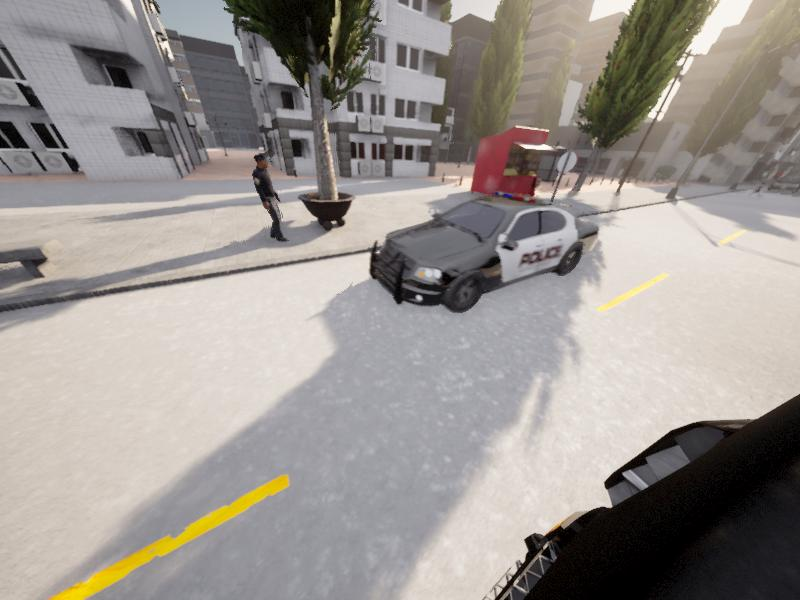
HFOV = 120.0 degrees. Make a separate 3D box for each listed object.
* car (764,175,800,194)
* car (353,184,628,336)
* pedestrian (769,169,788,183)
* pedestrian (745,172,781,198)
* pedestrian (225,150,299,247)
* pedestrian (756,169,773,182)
[{"bbox_3d":[42.580,-12.709,25.315,4.514,1.525,2.007,-16,38,-26],"label":"car"},{"bbox_3d":[1.843,-1.265,4.658,4.974,1.542,2.038,-16,38,-26],"label":"car"},{"bbox_3d":[60.736,-19.856,37.080,0.751,1.860,0.751,-16,38,-26],"label":"pedestrian"},{"bbox_3d":[29.999,-9.525,19.123,0.751,1.860,0.751,-17,38,-27],"label":"pedestrian"},{"bbox_3d":[-2.983,-2.252,5.225,0.751,1.860,0.751,3,33,-1],"label":"pedestrian"},{"bbox_3d":[61.621,-21.110,39.047,0.751,1.860,0.751,-19,39,-29],"label":"pedestrian"}]
